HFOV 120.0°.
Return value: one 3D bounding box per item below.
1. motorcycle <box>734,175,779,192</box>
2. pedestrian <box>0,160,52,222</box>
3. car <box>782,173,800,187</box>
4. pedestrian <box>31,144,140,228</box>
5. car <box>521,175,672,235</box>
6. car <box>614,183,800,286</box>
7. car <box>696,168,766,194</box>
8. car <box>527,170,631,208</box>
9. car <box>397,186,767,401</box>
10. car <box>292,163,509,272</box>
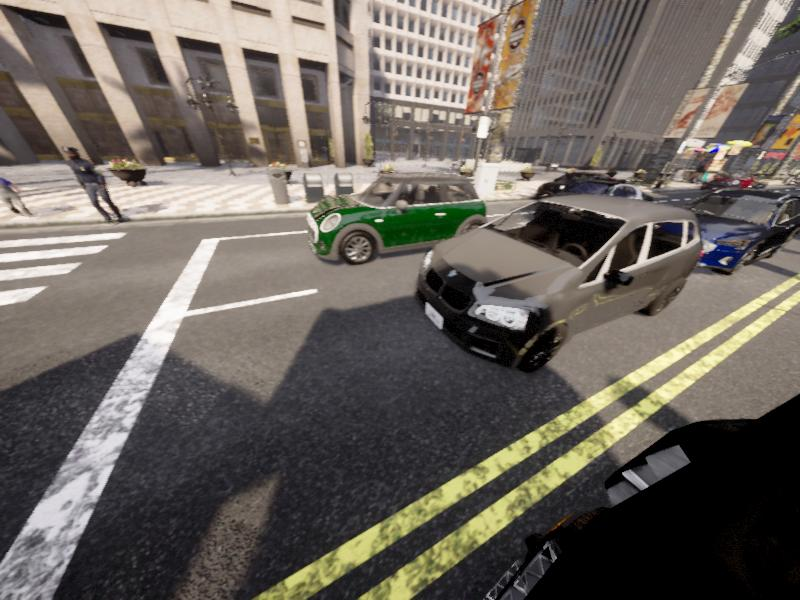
[{"bbox_3d":[36.557,-11.975,23.737,2.356,1.277,0.764,5,34,2],"label":"motorcycle"},{"bbox_3d":[-10.157,-2.814,5.948,0.751,1.300,0.751,21,37,25],"label":"pedestrian"},{"bbox_3d":[56.368,-16.705,32.106,4.892,1.521,2.231,-13,37,-22],"label":"car"},{"bbox_3d":[-8.071,-2.955,6.082,0.751,1.860,0.751,-10,36,-19],"label":"pedestrian"},{"bbox_3d":[7.532,-3.846,8.967,4.974,1.542,2.038,-12,36,-22],"label":"car"},{"bbox_3d":[8.738,-2.027,6.214,4.856,1.649,2.033,-13,37,-21],"label":"car"},{"bbox_3d":[29.868,-10.777,20.903,4.553,1.767,2.185,-13,37,-22],"label":"car"},{"bbox_3d":[9.917,-6.291,12.888,4.792,1.488,2.163,-13,37,-22],"label":"car"},{"bbox_3d":[2.547,-0.677,3.670,4.611,1.667,2.242,-13,36,-22],"label":"car"},{"bbox_3d":[0.011,-2.296,5.811,4.553,1.767,2.097,-12,36,-22],"label":"car"}]
